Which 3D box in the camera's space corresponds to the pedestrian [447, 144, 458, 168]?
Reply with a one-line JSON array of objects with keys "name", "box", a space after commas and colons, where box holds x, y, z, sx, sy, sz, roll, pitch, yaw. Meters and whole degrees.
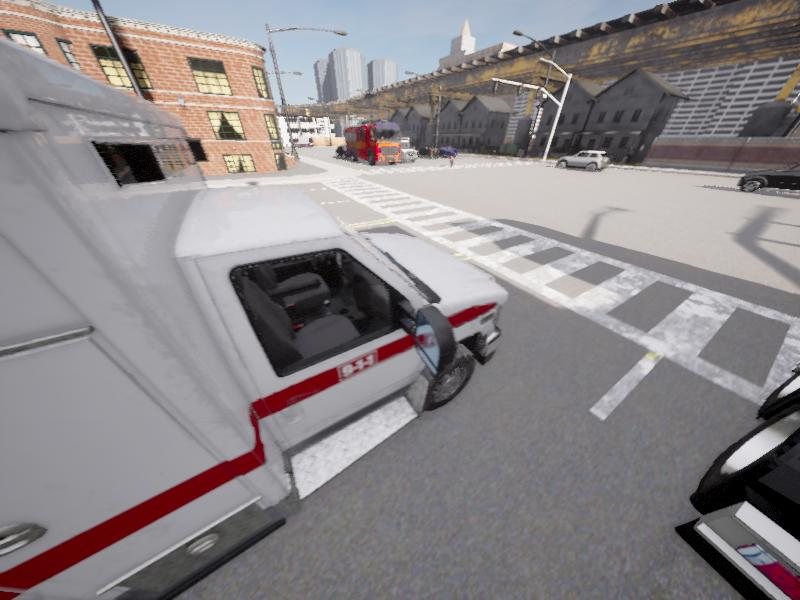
[{"name": "pedestrian", "box": [4.927, -13.508, 21.734, 0.751, 1.860, 0.751, 5, 35, 6]}]

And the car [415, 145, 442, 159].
[{"name": "car", "box": [3.942, -21.054, 32.848, 1.789, 1.549, 3.705, -19, 39, -25]}]

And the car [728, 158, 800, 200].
[{"name": "car", "box": [19.791, -5.942, 11.347, 1.789, 1.549, 3.705, -19, 39, -25]}]

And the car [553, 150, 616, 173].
[{"name": "car", "box": [16.704, -12.731, 21.112, 1.970, 1.475, 3.806, -19, 39, -25]}]

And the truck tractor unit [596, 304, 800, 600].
[{"name": "truck tractor unit", "box": [5.176, -0.229, 0.680, 6.516, 4.208, 3.053, -15, 38, -21]}]

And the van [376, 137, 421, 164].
[{"name": "van", "box": [-0.378, -17.834, 27.430, 2.351, 2.431, 6.366, -18, 39, -25]}]

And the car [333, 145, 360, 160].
[{"name": "car", "box": [-7.302, -20.113, 31.445, 1.837, 1.490, 4.892, -19, 39, -25]}]

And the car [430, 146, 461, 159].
[{"name": "car", "box": [6.720, -22.237, 34.669, 1.812, 1.442, 4.674, -19, 39, -25]}]

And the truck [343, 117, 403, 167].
[{"name": "truck", "box": [-3.136, -17.099, 25.128, 2.891, 3.827, 8.468, -19, 39, -25]}]

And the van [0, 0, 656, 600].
[{"name": "van", "box": [-2.045, 0.377, 1.312, 6.366, 2.431, 2.351, -19, 39, -25]}]

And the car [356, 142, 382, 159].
[{"name": "car", "box": [-4.467, -21.447, 33.048, 1.932, 1.855, 4.605, -19, 39, -25]}]
